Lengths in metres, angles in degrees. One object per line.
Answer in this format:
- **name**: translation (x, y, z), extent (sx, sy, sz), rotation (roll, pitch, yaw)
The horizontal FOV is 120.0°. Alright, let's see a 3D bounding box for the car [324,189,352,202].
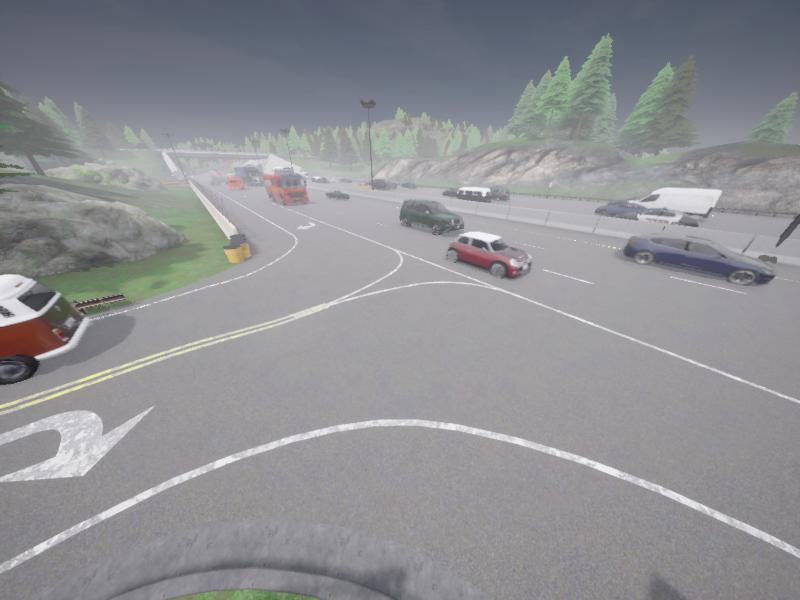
- **car**: translation (-9.296, -15.659, 34.432), extent (1.895, 1.301, 4.718), rotation (-23, 37, -34)

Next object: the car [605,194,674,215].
- **car**: translation (26.570, -10.780, 25.834), extent (2.128, 1.511, 4.902), rotation (-23, 37, -34)

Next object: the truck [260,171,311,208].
- **truck**: translation (-15.228, -14.837, 30.479), extent (2.891, 3.827, 8.468), rotation (-23, 37, -34)

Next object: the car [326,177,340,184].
- **car**: translation (-20.055, -35.628, 68.872), extent (1.812, 1.442, 4.674), rotation (-23, 37, -34)

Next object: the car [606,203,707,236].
- **car**: translation (20.090, -6.545, 18.351), extent (2.038, 1.542, 4.974), rotation (-23, 37, -34)

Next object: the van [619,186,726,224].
- **van**: translation (25.460, -9.223, 21.998), extent (1.988, 2.561, 5.915), rotation (-23, 37, -34)

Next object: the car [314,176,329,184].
- **car**: translation (-22.739, -34.696, 66.827), extent (1.932, 1.855, 4.605), rotation (-23, 38, -34)

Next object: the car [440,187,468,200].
- **car**: translation (8.163, -16.291, 35.264), extent (1.789, 1.549, 3.705), rotation (-23, 37, -34)

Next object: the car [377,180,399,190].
- **car**: translation (-2.733, -25.469, 51.098), extent (2.152, 1.651, 5.027), rotation (-23, 37, -34)

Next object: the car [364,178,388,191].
- **car**: translation (-5.215, -24.411, 48.842), extent (2.150, 2.045, 5.566), rotation (-23, 37, -34)

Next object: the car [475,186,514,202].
- **car**: translation (13.851, -15.686, 34.106), extent (2.242, 1.667, 4.611), rotation (-23, 37, -34)

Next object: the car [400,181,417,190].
- **car**: translation (1.788, -25.467, 51.188), extent (1.845, 1.501, 3.633), rotation (-23, 37, -34)

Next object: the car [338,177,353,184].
- **car**: translation (-16.500, -36.219, 69.946), extent (2.033, 1.411, 5.357), rotation (-23, 37, -34)

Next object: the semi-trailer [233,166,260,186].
- **semi-trailer**: translation (-41.912, -33.863, 62.842), extent (2.717, 4.402, 14.254), rotation (-23, 37, -34)

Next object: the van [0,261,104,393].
- **van**: translation (-9.864, 1.007, 4.433), extent (4.480, 2.038, 2.069), rotation (-22, 37, -34)

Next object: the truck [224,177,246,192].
- **truck**: translation (-33.704, -23.789, 47.341), extent (2.627, 2.467, 5.204), rotation (-13, 33, -22)

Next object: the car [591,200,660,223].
- **car**: translation (21.228, -8.495, 21.929), extent (1.994, 1.385, 4.181), rotation (-23, 37, -34)

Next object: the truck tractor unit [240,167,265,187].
- **truck tractor unit**: translation (-36.806, -30.764, 57.656), extent (3.053, 4.208, 6.516), rotation (-23, 36, -34)

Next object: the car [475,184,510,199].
- **car**: translation (14.996, -17.720, 37.629), extent (2.242, 1.667, 4.611), rotation (-23, 37, -34)

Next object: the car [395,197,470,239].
- **car**: translation (2.245, -6.452, 17.735), extent (2.150, 2.045, 5.566), rotation (-23, 37, -34)

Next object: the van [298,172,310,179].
- **van**: translation (-38.223, -49.560, 91.908), extent (1.988, 2.561, 5.915), rotation (-23, 37, -34)

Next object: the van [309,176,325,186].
- **van**: translation (-22.229, -31.755, 61.571), extent (2.069, 2.038, 4.480), rotation (-23, 37, -34)

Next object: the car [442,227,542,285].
- **car**: translation (4.230, -2.322, 11.150), extent (1.970, 1.475, 3.806), rotation (-23, 37, -34)

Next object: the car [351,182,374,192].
- **car**: translation (-7.596, -22.907, 46.701), extent (1.801, 1.575, 5.366), rotation (-23, 37, -34)

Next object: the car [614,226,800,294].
- **car**: translation (13.689, -2.150, 10.852), extent (2.163, 1.488, 4.792), rotation (-23, 37, -34)

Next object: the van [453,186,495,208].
- **van**: translation (9.280, -13.129, 29.308), extent (2.069, 2.038, 4.480), rotation (-23, 37, -34)
